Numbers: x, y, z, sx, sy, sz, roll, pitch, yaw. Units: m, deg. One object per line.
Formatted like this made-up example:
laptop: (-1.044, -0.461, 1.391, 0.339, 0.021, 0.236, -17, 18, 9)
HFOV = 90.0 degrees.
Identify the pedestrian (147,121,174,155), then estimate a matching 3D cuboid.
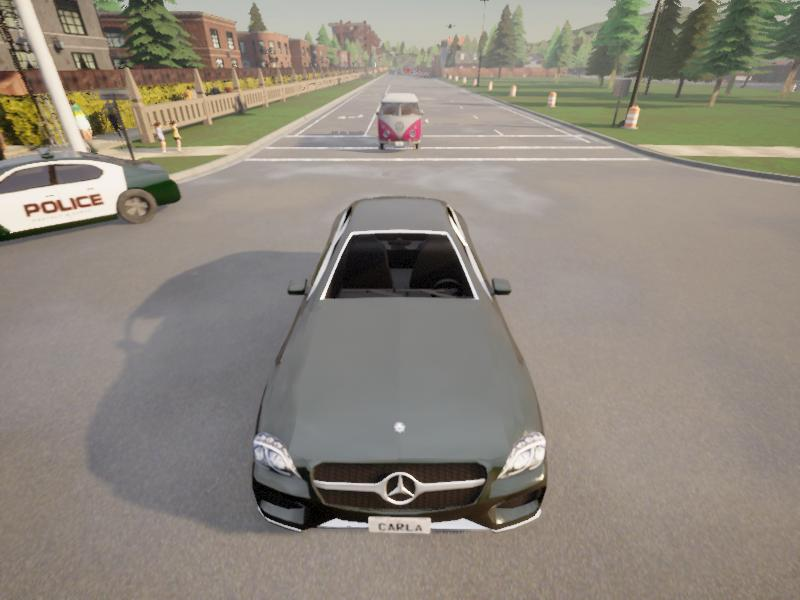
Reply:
pedestrian: (-8.883, -6.036, 14.883, 0.500, 1.100, 0.500, -8, 31, -14)

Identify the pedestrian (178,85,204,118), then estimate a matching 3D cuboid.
pedestrian: (-13.121, -12.469, 25.134, 0.751, 1.860, 0.751, 2, 30, 4)

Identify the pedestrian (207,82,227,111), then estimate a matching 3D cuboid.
pedestrian: (-13.390, -14.881, 29.261, 0.751, 1.860, 0.751, 0, 30, 0)

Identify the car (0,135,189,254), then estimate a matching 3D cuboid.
car: (-7.502, -2.199, 8.244, 4.974, 1.542, 2.038, -25, 38, -36)

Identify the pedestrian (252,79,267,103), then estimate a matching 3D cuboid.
pedestrian: (-12.470, -18.537, 35.516, 0.751, 1.860, 0.751, 1, 30, 1)

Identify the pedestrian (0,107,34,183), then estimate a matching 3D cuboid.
pedestrian: (-11.206, -4.273, 11.053, 0.751, 1.860, 0.751, 0, 30, 0)

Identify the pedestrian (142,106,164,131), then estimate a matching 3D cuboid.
pedestrian: (-12.505, -9.188, 20.275, 0.500, 1.100, 0.500, 0, 30, 0)

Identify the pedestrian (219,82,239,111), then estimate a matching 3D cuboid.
pedestrian: (-12.458, -14.846, 29.202, 0.751, 1.860, 0.751, 0, 30, 0)

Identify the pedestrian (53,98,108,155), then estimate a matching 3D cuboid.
pedestrian: (-11.689, -6.368, 14.698, 0.751, 1.860, 0.751, 1, 30, 1)

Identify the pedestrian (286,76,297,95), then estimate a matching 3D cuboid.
pedestrian: (-12.412, -24.563, 45.825, 0.751, 1.860, 0.751, 0, 30, 0)

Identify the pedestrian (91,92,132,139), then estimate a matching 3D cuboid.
pedestrian: (-12.940, -8.302, 18.005, 0.751, 1.860, 0.751, -4, 31, -7)

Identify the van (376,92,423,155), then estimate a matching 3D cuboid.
van: (-0.019, -7.733, 17.267, 1.775, 1.987, 4.442, 0, 30, 0)

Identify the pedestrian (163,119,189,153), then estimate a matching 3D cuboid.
pedestrian: (-8.515, -6.234, 15.223, 0.500, 1.100, 0.500, -22, 37, -33)

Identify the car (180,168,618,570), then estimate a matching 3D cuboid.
car: (-0.005, -0.091, 4.551, 2.152, 1.651, 5.027, 0, 30, 0)

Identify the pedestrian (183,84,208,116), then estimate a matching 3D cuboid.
pedestrian: (-13.354, -13.061, 26.146, 0.751, 1.860, 0.751, 5, 31, 9)

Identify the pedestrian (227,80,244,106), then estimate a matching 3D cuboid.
pedestrian: (-13.580, -17.094, 33.047, 0.751, 1.860, 0.751, -1, 30, -1)
